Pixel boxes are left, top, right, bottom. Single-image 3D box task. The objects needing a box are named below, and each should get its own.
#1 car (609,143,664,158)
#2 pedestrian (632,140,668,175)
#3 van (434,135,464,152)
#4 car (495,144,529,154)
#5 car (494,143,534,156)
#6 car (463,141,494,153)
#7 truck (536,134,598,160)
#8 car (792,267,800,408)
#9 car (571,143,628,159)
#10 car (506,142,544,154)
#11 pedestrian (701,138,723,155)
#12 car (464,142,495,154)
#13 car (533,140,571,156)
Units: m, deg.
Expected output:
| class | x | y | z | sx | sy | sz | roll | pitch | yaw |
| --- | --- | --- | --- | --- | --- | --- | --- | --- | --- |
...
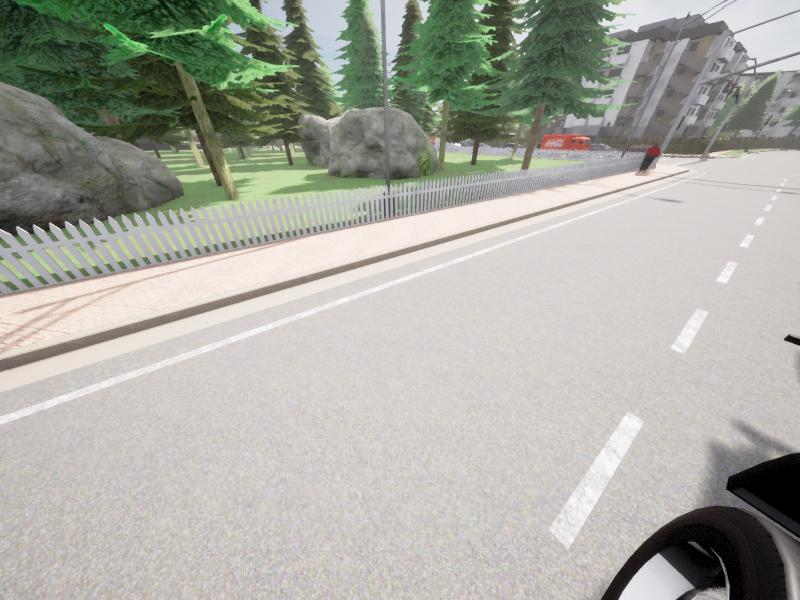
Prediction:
| class | x | y | z | sx | sy | sz | roll | pitch | yaw |
| --- | --- | --- | --- | --- | --- | --- | --- | --- | --- |
| car | 31.934 | -20.348 | 31.348 | 1.812 | 1.442 | 4.674 | -21 | 40 | -26 |
| pedestrian | 16.299 | -9.298 | 15.097 | 0.751 | 1.860 | 0.751 | -20 | 40 | -26 |
| van | 9.162 | -29.821 | 44.019 | 1.988 | 2.561 | 5.915 | -21 | 40 | -26 |
| car | 18.351 | -24.897 | 38.037 | 1.895 | 1.301 | 4.718 | -21 | 40 | -26 |
| car | 16.903 | -22.556 | 34.549 | 1.837 | 1.490 | 4.892 | -21 | 40 | -26 |
| car | 14.425 | -28.500 | 42.901 | 2.152 | 1.651 | 5.027 | -21 | 40 | -26 |
| truck | 20.906 | -19.416 | 29.212 | 2.627 | 2.467 | 5.204 | -21 | 40 | -26 |
| car | 6.752 | -0.036 | 2.574 | 5.366 | 1.575 | 1.801 | -22 | 40 | -28 |
| car | 25.182 | -18.947 | 29.349 | 2.128 | 1.511 | 4.902 | -21 | 40 | -26 |
| car | 21.245 | -26.156 | 39.558 | 1.801 | 1.575 | 5.366 | -21 | 40 | -26 |
| pedestrian | 41.108 | -20.211 | 30.429 | 0.751 | 1.860 | 0.751 | -13 | 37 | -17 |
| car | 13.332 | -25.712 | 39.059 | 1.837 | 1.490 | 4.892 | -21 | 40 | -26 |
| car | 21.872 | -22.024 | 33.413 | 1.905 | 1.878 | 3.866 | -21 | 40 | -26 |
